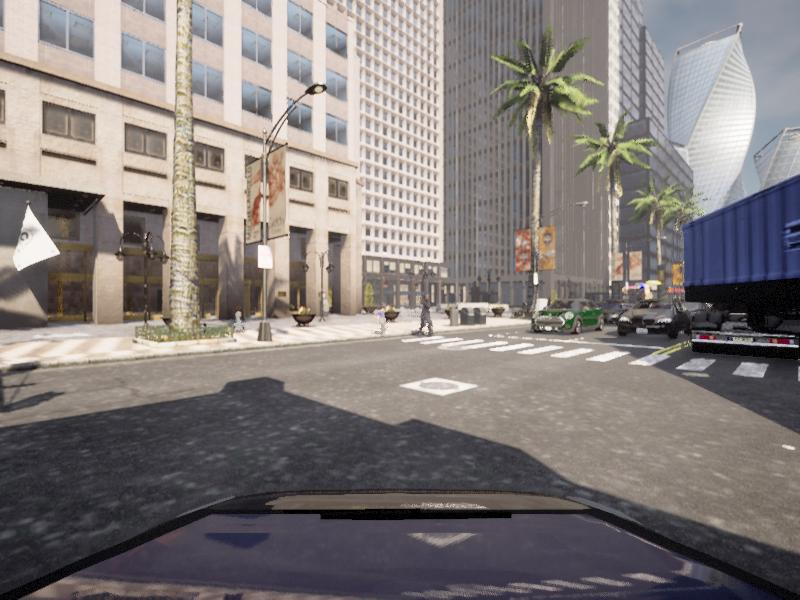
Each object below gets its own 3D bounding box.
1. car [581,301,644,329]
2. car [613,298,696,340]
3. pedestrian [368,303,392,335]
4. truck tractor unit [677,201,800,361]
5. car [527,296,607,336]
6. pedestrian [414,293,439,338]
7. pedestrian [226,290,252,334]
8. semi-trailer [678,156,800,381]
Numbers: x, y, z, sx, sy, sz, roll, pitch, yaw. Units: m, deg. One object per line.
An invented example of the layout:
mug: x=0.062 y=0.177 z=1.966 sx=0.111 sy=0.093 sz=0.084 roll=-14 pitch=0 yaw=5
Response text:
car: x=13.139 y=0.849 z=24.611 sx=4.974 sy=1.542 sz=2.038 roll=0 pitch=0 yaw=-45
car: x=11.707 y=0.772 z=18.278 sx=4.611 sy=1.667 sz=2.242 roll=0 pitch=0 yaw=-45
pedestrian: x=-0.829 y=0.787 z=16.700 sx=0.751 sy=1.300 sz=0.751 roll=0 pitch=0 yaw=19
truck tractor unit: x=11.943 y=-0.511 z=13.629 sx=3.053 sy=4.208 sz=6.516 roll=0 pitch=0 yaw=44
car: x=8.408 y=0.713 z=19.937 sx=4.553 sy=1.767 sz=2.097 roll=0 pitch=0 yaw=-45
pedestrian: x=1.120 y=0.654 z=17.137 sx=0.751 sy=1.860 sz=0.751 roll=0 pitch=0 yaw=-40
pedestrian: x=-7.069 y=0.503 z=17.546 sx=0.751 sy=1.860 sz=0.751 roll=0 pitch=0 yaw=35
semi-trailer: x=8.869 y=-0.626 z=6.516 sx=2.717 sy=4.402 sz=14.254 roll=-1 pitch=-1 yaw=17
